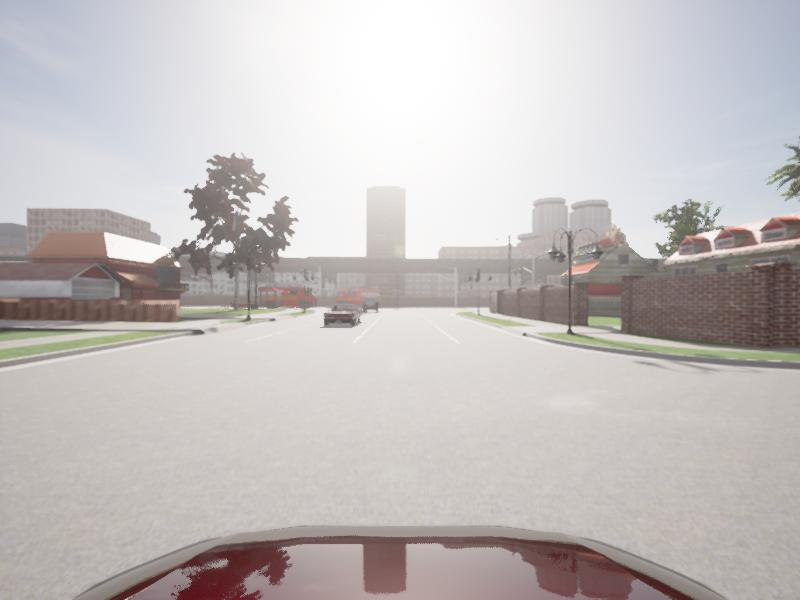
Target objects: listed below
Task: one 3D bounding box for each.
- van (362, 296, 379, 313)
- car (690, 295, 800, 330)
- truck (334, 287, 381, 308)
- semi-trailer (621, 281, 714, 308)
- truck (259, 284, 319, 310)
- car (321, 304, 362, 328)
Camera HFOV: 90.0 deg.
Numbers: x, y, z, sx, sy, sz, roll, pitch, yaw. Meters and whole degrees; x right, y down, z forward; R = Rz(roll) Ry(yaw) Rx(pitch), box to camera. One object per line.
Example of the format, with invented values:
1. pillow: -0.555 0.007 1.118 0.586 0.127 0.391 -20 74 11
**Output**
1. van: -3.549 0.538 49.383 1.775 1.987 4.442 0 0 0
2. car: 17.776 0.574 19.979 5.027 1.636 2.152 0 0 0
3. truck: -7.921 -0.466 75.604 8.468 3.827 2.891 0 0 1
4. semi-trailer: 46.734 -0.938 70.073 14.254 4.402 2.717 -1 0 1
5. truck: -17.053 -0.489 61.783 8.468 3.827 2.891 0 0 2
6. car: -3.523 0.923 25.017 1.895 1.301 4.718 0 0 0
